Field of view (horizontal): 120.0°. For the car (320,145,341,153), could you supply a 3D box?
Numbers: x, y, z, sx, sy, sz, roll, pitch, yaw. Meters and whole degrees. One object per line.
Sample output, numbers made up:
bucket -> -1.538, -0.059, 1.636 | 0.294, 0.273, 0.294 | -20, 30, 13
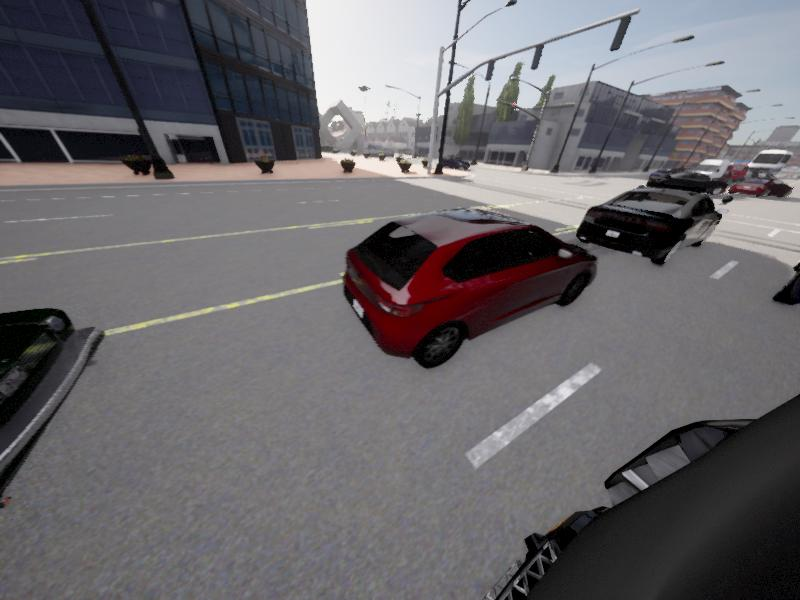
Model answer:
car -> -17.213, -37.487, 57.434 | 4.892, 1.490, 1.837 | -2, 34, -8

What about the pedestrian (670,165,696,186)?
pedestrian -> 29.430, -12.951, 24.088 | 0.751, 1.860, 0.751 | 18, 36, 21

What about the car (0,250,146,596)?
car -> -4.536, 1.170, 0.659 | 4.718, 1.301, 1.895 | -16, 38, -26

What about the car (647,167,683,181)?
car -> 35.484, -16.899, 30.940 | 4.193, 1.474, 1.816 | -16, 38, -26

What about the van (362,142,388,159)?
van -> -5.008, -29.773, 45.903 | 1.988, 2.561, 5.915 | -23, 42, -35

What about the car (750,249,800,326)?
car -> 8.838, -0.516, 3.954 | 4.792, 1.488, 2.163 | -16, 38, -26

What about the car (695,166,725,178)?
car -> 53.806, -22.253, 40.089 | 4.892, 1.490, 1.837 | -17, 38, -25

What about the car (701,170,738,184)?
car -> 44.112, -17.046, 31.858 | 4.674, 1.442, 1.812 | -16, 38, -25

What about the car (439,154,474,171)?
car -> 7.032, -17.445, 29.272 | 1.816, 1.474, 4.193 | -15, 38, -26

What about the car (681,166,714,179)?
car -> 47.844, -20.485, 37.126 | 5.008, 1.535, 1.882 | -16, 38, -25

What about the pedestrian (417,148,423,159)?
pedestrian -> 4.004, -29.651, 46.845 | 0.751, 1.860, 0.751 | -21, 41, -33

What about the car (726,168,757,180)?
car -> 55.804, -20.564, 37.741 | 4.674, 1.442, 1.812 | -17, 38, -25

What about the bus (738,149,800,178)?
bus -> 70.586, -26.034, 44.139 | 10.273, 4.253, 3.944 | -16, 38, -26

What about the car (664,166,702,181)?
car -> 41.526, -18.669, 33.935 | 5.238, 1.638, 1.930 | -16, 38, -25

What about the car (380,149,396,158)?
car -> -2.684, -32.568, 51.398 | 2.033, 1.411, 5.357 | -8, 35, -17

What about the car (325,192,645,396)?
car -> 1.305, -0.596, 3.536 | 4.193, 1.474, 1.816 | -16, 38, -26

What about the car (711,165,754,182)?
car -> 49.864, -19.027, 34.623 | 5.566, 2.045, 2.150 | -16, 38, -25

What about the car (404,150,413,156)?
car -> 2.824, -49.647, 77.750 | 2.007, 1.525, 4.514 | -3, 34, -9

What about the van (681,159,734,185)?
van -> 37.893, -15.775, 28.475 | 5.915, 2.561, 1.988 | -16, 38, -26

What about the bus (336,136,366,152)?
bus -> -18.892, -60.355, 89.460 | 10.273, 4.253, 3.944 | 4, 33, 1

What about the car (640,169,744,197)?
car -> 23.188, -9.477, 18.607 | 5.008, 1.535, 1.882 | 7, 34, 5

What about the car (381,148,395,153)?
car -> -4.555, -57.307, 88.737 | 5.357, 1.411, 2.033 | 28, 41, 32

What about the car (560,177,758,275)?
car -> 7.271, -2.366, 6.474 | 5.238, 1.638, 1.930 | -16, 38, -26

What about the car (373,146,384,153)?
car -> -8.079, -56.751, 87.153 | 3.866, 1.878, 1.905 | 25, 39, 29

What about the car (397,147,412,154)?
car -> 1.876, -59.278, 91.739 | 5.566, 2.045, 2.150 | -5, 34, -12

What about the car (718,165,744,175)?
car -> 66.186, -25.980, 46.186 | 5.008, 1.535, 1.882 | -16, 38, -26

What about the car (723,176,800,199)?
car -> 30.466, -9.465, 19.391 | 4.181, 1.385, 1.994 | -5, 34, -12
